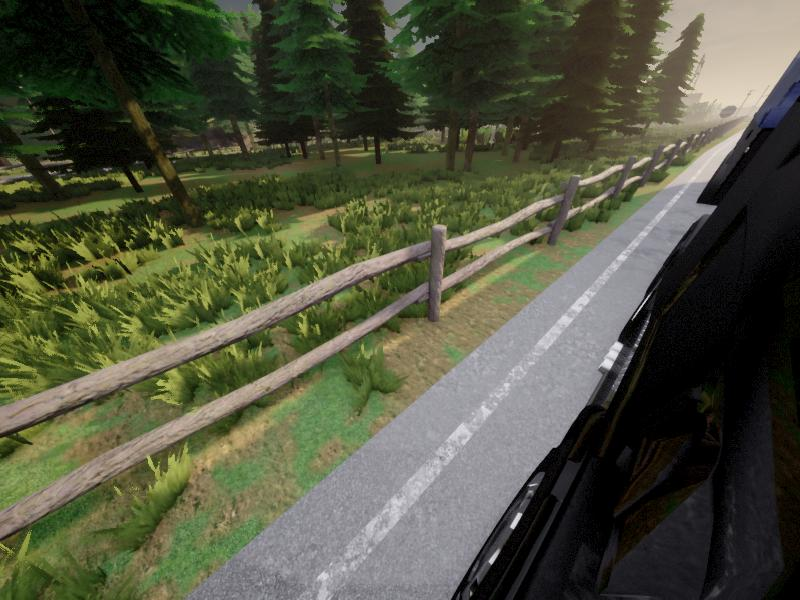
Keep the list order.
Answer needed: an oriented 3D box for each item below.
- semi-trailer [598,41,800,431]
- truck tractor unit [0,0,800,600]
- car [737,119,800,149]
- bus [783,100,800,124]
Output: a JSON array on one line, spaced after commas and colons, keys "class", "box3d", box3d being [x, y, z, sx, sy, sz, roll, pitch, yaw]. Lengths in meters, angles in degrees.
[{"class": "semi-trailer", "box3d": [8.687, -3.615, 4.235, 14.254, 4.402, 2.717, -28, 44, -30]}, {"class": "truck tractor unit", "box3d": [2.645, -0.295, 0.351, 6.516, 4.208, 3.053, -28, 44, -30]}, {"class": "car", "box3d": [27.149, -12.183, 16.927, 4.902, 1.511, 2.128, -27, 43, -29]}, {"class": "bus", "box3d": [72.799, -33.832, 40.670, 10.273, 4.253, 3.944, -27, 43, -29]}]
